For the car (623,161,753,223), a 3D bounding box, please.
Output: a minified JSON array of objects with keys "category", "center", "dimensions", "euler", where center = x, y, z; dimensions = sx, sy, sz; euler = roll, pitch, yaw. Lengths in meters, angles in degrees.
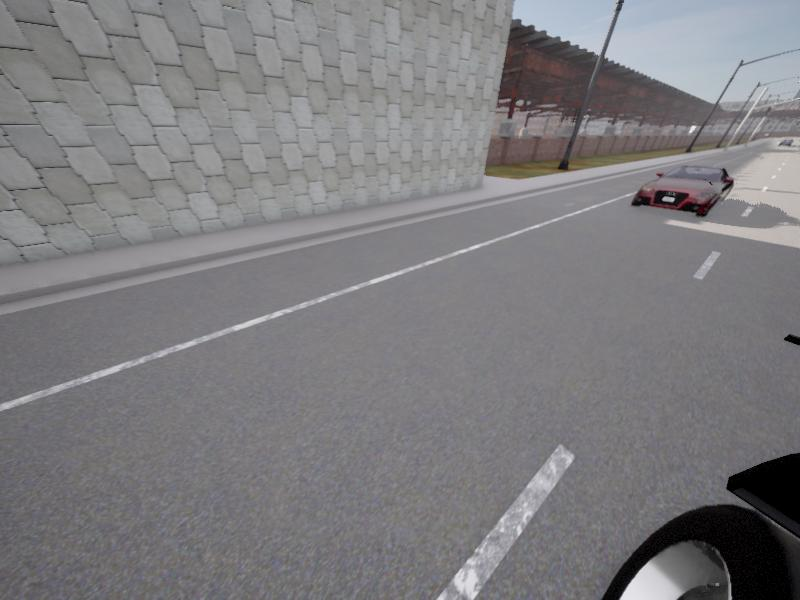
[{"category":"car","center":[10.680,-4.193,8.592],"dimensions":[4.181,1.385,1.994],"euler":[-22,41,-28]}]
